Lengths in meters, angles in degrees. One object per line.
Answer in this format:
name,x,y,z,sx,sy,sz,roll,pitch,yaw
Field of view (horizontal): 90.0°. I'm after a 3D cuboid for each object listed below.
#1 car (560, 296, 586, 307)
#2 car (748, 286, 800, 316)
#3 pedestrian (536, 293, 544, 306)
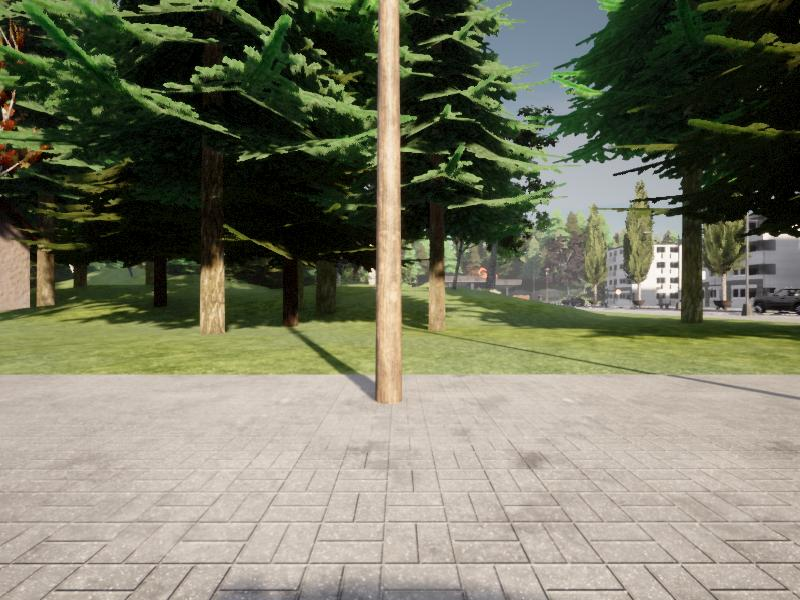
car,25.592,0.243,59.374,1.837,1.490,4.892,0,0,0
car,25.595,0.055,25.974,1.932,1.855,4.605,0,1,0
pedestrian,18.988,-0.067,54.217,0.751,1.860,0.751,0,0,-36
